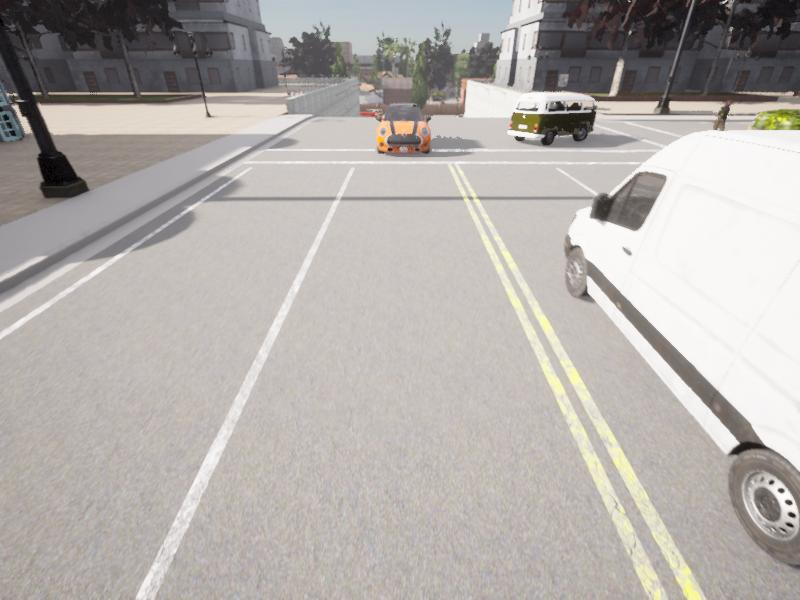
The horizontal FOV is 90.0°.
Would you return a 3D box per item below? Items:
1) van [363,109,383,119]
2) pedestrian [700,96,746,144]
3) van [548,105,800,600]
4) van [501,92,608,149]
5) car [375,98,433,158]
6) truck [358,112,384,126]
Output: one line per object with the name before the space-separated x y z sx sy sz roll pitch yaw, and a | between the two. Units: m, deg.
van | -6.452 -44.726 96.258 4.480 2.038 2.069 0 30 0
pedestrian | 14.372 -8.010 17.831 0.751 1.860 0.751 -1 30 -2
van | 3.588 -0.208 3.848 1.988 2.561 5.915 0 30 0
van | 7.104 -8.354 18.372 4.480 2.038 2.069 -19 35 -31
car | 0.158 -7.290 16.683 2.097 1.767 4.553 0 30 0
truck | -6.170 -39.108 86.220 5.204 2.467 2.627 0 30 0
